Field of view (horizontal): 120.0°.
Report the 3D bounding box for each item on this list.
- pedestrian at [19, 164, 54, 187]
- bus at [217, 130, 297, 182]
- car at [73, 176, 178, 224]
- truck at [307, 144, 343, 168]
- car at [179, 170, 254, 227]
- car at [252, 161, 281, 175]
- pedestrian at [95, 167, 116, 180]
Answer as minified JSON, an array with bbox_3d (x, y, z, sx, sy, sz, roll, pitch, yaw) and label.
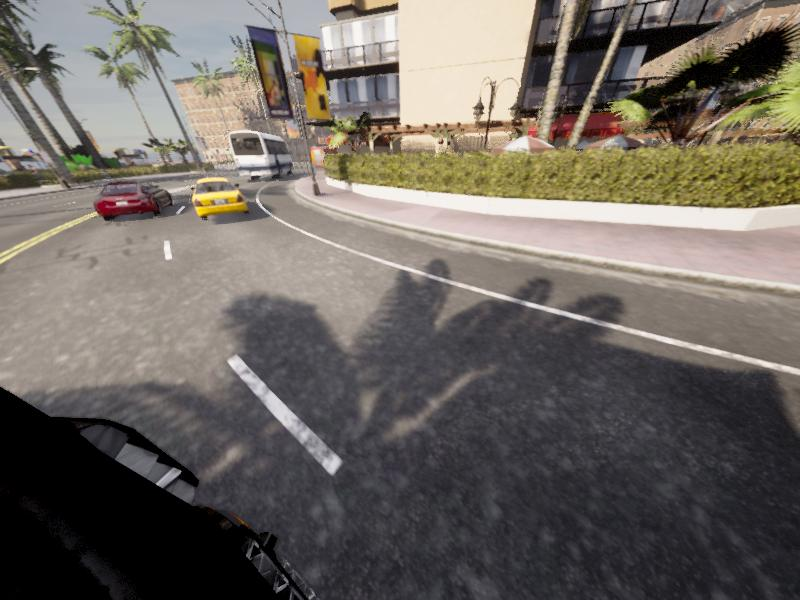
[{"bbox_3d":[-33.884,-11.629,21.569,0.751,1.860,0.751,-2,33,0],"label":"pedestrian"},{"bbox_3d":[-15.702,-16.743,26.984,3.944,4.253,10.273,-6,33,-7],"label":"bus"},{"bbox_3d":[-12.688,-4.967,11.105,1.994,1.385,4.181,-19,37,-25],"label":"car"},{"bbox_3d":[-14.762,-29.119,46.722,2.891,3.827,8.468,5,33,10],"label":"truck"},{"bbox_3d":[-8.371,-4.910,10.658,1.801,1.575,5.366,-21,38,-28],"label":"car"},{"bbox_3d":[-19.570,-19.520,34.058,1.970,1.475,3.806,-2,33,-1],"label":"car"},{"bbox_3d":[-34.759,-14.920,27.276,0.751,1.300,0.751,-3,33,-3],"label":"pedestrian"}]
